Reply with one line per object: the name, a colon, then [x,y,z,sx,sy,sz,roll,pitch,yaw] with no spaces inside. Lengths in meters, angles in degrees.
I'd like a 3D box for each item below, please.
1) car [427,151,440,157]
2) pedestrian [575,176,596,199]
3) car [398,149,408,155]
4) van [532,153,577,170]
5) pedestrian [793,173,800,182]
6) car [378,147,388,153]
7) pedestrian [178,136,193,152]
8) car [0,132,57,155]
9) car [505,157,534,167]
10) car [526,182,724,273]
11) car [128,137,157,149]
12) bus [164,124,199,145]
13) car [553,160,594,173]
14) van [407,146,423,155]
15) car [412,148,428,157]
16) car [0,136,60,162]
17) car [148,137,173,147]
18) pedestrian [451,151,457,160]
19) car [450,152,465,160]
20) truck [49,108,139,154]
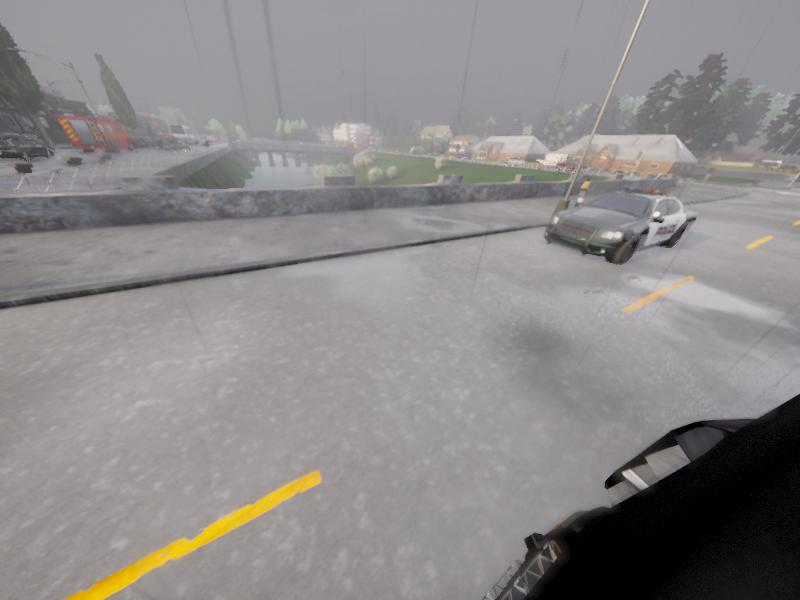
car: [10.575,-45.961,72.800,1.994,1.385,4.181,-14,37,-24]
pedestrian: [11.009,-6.680,13.703,0.500,1.100,0.500,30,42,35]
car: [1.090,-51.563,80.337,1.851,1.617,3.988,-14,37,-24]
van: [29.100,-26.372,43.874,2.351,2.431,6.366,-14,37,-24]
pedestrian: [75.845,-23.457,43.591,0.751,1.860,0.751,-21,40,-31]
car: [-6.790,-60.127,92.535,2.038,1.542,4.974,-14,37,-24]
pedestrian: [-31.887,-23.183,34.364,0.751,1.860,0.751,-4,34,-10]
car: [-36.840,-15.120,22.261,2.152,1.651,5.027,-14,37,-24]
car: [23.481,-27.317,45.654,2.007,1.525,4.514,-14,37,-24]
car: [6.397,-2.341,6.636,4.974,1.542,2.038,-14,37,-24]
car: [-42.737,-26.112,38.468,1.816,1.474,4.193,-14,37,-24]
bus: [-59.027,-44.854,62.842,3.944,4.253,10.273,-14,37,-24]
car: [28.422,-22.007,38.050,1.882,1.535,5.008,-14,37,-24]
van: [5.121,-52.330,81.001,2.351,2.431,6.366,-14,37,-24]
car: [6.277,-46.174,72.184,2.150,2.045,5.566,-14,37,-24]
car: [-29.245,-11.588,17.696,1.816,1.474,4.193,-15,38,-25]
car: [-47.615,-31.469,46.033,2.038,1.542,4.974,-14,37,-24]
pedestrian: [12.885,-34.705,55.379,0.751,1.860,0.751,-25,43,-36]
car: [15.976,-40.137,64.395,1.816,1.474,4.193,-14,37,-24]
truck: [-36.483,-20.389,28.233,2.891,3.827,8.468,-14,37,-24]
